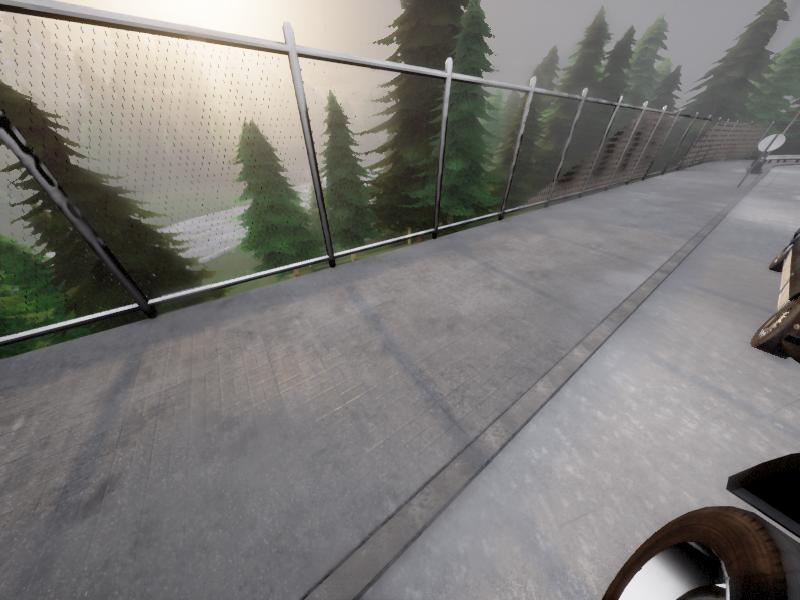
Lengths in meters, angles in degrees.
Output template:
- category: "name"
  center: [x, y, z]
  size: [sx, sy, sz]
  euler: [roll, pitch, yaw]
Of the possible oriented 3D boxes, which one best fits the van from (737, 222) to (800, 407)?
- category: "van"
  center: [6.826, -0.674, 2.631]
  size: [5.915, 2.561, 1.988]
  euler: [-22, 41, -28]
